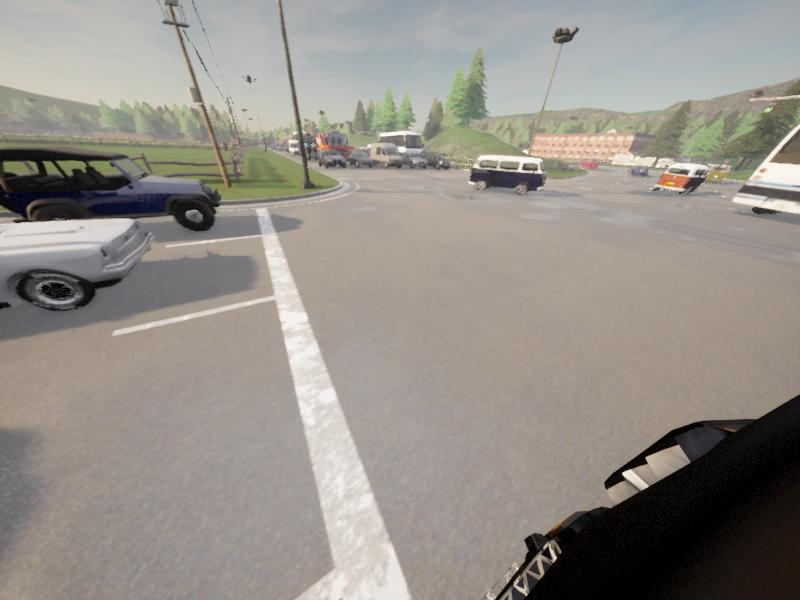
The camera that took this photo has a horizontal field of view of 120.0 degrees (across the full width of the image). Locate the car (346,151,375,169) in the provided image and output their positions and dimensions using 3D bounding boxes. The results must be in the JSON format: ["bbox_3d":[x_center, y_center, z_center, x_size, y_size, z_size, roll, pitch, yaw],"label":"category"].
[{"bbox_3d":[-4.759,-16.664,27.481,1.837,1.490,4.892,-15,37,-25],"label":"car"}]

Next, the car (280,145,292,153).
[{"bbox_3d":[-28.460,-37.513,57.373,1.994,1.385,4.181,-15,37,-25],"label":"car"}]

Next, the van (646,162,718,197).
[{"bbox_3d":[22.397,-9.640,18.365,4.480,2.038,2.069,-17,41,-27],"label":"van"}]

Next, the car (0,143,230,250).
[{"bbox_3d":[-7.053,-2.797,5.967,3.866,1.878,1.905,-16,38,-26],"label":"car"}]

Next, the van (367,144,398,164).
[{"bbox_3d":[-2.915,-23.233,36.711,2.351,2.431,6.366,-15,37,-25],"label":"van"}]

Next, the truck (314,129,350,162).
[{"bbox_3d":[-10.712,-23.944,35.944,2.891,3.827,8.468,-15,37,-25],"label":"truck"}]

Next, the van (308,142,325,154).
[{"bbox_3d":[-21.015,-38.235,58.066,2.351,2.431,6.366,-15,37,-25],"label":"van"}]

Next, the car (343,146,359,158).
[{"bbox_3d":[-10.155,-30.617,47.838,1.905,1.878,3.866,-15,37,-25],"label":"car"}]

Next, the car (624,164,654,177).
[{"bbox_3d":[37.244,-20.350,36.171,2.163,1.488,4.792,20,37,24],"label":"car"}]

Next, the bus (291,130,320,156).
[{"bbox_3d":[-21.724,-35.874,52.780,3.944,4.253,10.273,-15,38,-25],"label":"bus"}]

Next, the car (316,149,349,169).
[{"bbox_3d":[-7.562,-15.642,25.568,2.242,1.667,4.611,-15,37,-25],"label":"car"}]

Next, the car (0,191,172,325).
[{"bbox_3d":[-6.551,-0.462,3.012,4.718,1.301,1.895,-15,38,-25],"label":"car"}]

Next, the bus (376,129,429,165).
[{"bbox_3d":[0.013,-25.135,38.164,3.944,4.253,10.273,-15,36,-25],"label":"bus"}]

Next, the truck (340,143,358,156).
[{"bbox_3d":[-12.826,-37.737,57.883,2.627,2.467,5.204,-15,37,-25],"label":"truck"}]

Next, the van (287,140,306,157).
[{"bbox_3d":[-19.318,-28.389,43.200,1.988,2.561,5.915,-15,37,-25],"label":"van"}]

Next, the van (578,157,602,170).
[{"bbox_3d":[38.618,-27.782,47.061,1.775,1.987,4.442,10,34,9],"label":"van"}]

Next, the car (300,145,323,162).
[{"bbox_3d":[-12.926,-21.370,33.653,1.932,1.855,4.605,-15,37,-25],"label":"car"}]

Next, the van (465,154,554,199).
[{"bbox_3d":[6.802,-7.960,14.674,4.480,2.038,2.069,20,39,25],"label":"van"}]

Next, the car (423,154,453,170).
[{"bbox_3d":[5.028,-18.562,30.973,1.851,1.617,3.988,-15,37,-25],"label":"car"}]

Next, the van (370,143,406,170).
[{"bbox_3d":[-1.678,-17.929,28.674,1.988,2.561,5.915,-15,37,-25],"label":"van"}]

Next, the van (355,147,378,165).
[{"bbox_3d":[-4.989,-21.174,33.839,1.775,1.987,4.442,-15,38,-25],"label":"van"}]

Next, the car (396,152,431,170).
[{"bbox_3d":[1.570,-18.163,30.101,2.152,1.651,5.027,-15,37,-25],"label":"car"}]

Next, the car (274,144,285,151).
[{"bbox_3d":[-35.162,-44.631,67.517,2.242,1.667,4.611,-15,37,-25],"label":"car"}]

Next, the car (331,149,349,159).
[{"bbox_3d":[-11.386,-27.669,43.690,1.812,1.442,4.674,-15,37,-25],"label":"car"}]

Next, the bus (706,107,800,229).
[{"bbox_3d":[22.088,-6.103,10.980,10.273,4.253,3.944,-7,37,-14],"label":"bus"}]

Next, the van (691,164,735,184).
[{"bbox_3d":[41.023,-16.682,30.442,1.775,1.987,4.442,24,39,28],"label":"van"}]
